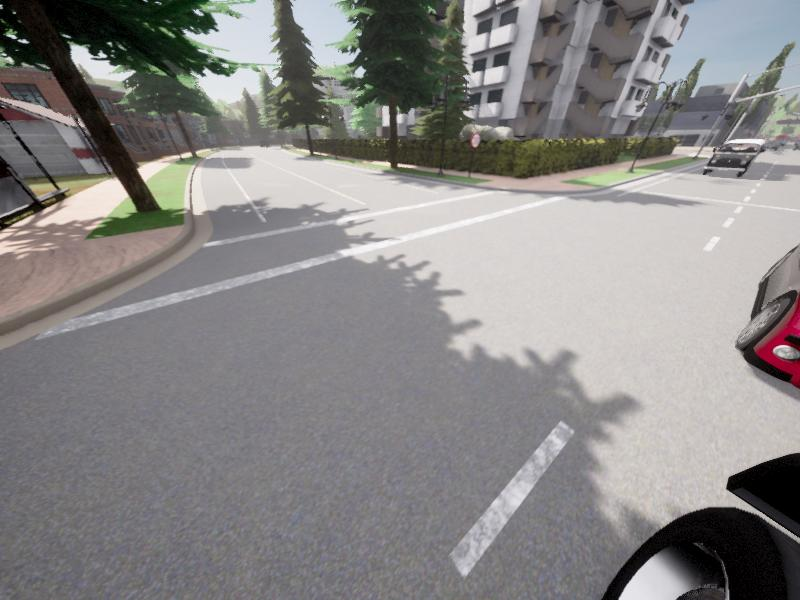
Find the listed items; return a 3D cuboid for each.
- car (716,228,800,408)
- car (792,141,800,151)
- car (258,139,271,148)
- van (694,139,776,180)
[{"bbox_3d":[5.841,0.053,2.525,3.806,1.475,1.970,-22,41,-28],"label":"car"},{"bbox_3d":[71.042,-27.106,40.249,4.553,1.767,2.097,-23,41,-28],"label":"car"},{"bbox_3d":[-38.494,-44.668,65.891,1.905,1.878,3.866,-7,36,-10],"label":"car"},{"bbox_3d":[22.213,-9.428,15.342,4.480,2.038,2.069,-22,41,-28],"label":"van"}]
